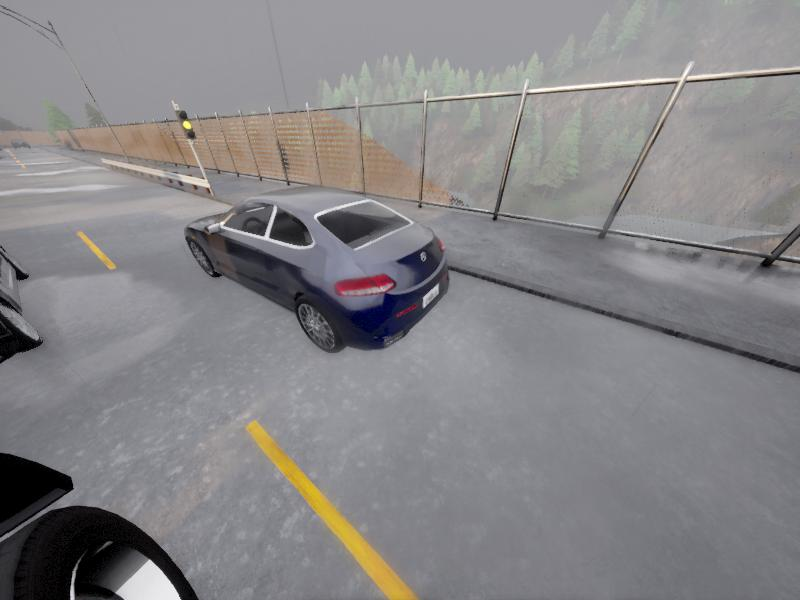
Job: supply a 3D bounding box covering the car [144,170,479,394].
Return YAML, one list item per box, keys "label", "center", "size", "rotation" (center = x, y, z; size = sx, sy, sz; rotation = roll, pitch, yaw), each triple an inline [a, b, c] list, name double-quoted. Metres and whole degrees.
- label: "car"
  center: [-1.658, -1.001, 3.924]
  size: [5.027, 1.651, 2.152]
  rotation: [22, 41, 28]

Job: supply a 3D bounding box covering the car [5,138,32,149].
- label: "car"
  center: [-81.685, -33.558, 49.484]
  size: [4.553, 1.767, 2.097]
  rotation: [20, 40, 26]

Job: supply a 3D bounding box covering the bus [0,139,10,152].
- label: "bus"
  center: [-73.392, -28.475, 40.180]
  size: [10.273, 4.253, 3.944]
  rotation: [22, 41, 28]

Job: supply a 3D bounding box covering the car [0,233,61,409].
- label: "car"
  center: [-6.539, -0.173, 2.719]
  size: [5.238, 1.638, 1.930]
  rotation: [22, 41, 28]

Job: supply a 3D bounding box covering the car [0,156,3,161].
- label: "car"
  center: [-46.378, -16.348, 25.420]
  size: [5.027, 1.651, 2.152]
  rotation: [22, 41, 28]
